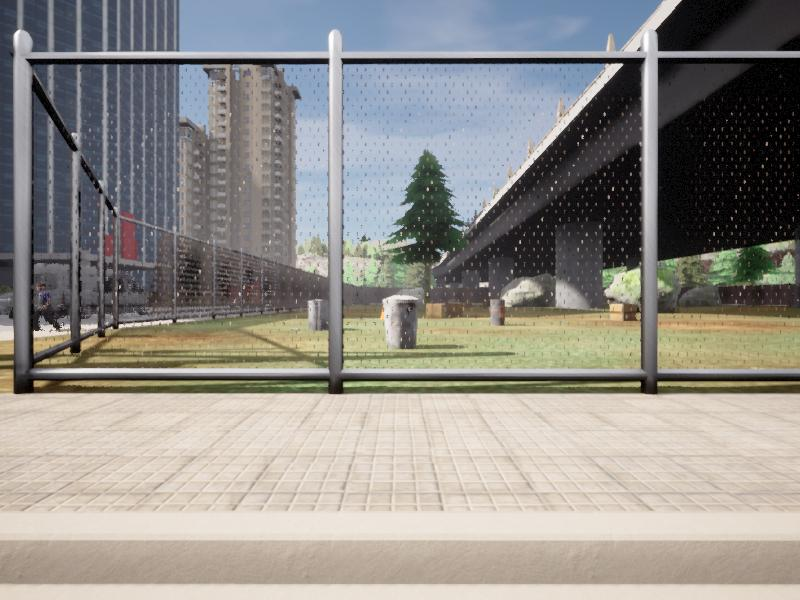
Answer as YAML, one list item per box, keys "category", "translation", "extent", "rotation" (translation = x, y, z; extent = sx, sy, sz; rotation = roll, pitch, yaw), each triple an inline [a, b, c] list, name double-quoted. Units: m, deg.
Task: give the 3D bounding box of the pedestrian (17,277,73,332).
- category: "pedestrian"
  translation: [-8.734, 0.109, 9.868]
  extent: [0.751, 1.300, 0.751]
  rotation: [0, 0, 14]

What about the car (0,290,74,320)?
- category: "car"
  translation: [-19.462, 0.251, 20.597]
  extent: [1.994, 1.385, 4.181]
  rotation: [0, 0, -1]

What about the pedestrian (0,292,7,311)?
- category: "pedestrian"
  translation: [-28.170, 0.108, 27.937]
  extent: [0.751, 1.300, 0.751]
  rotation: [0, 0, -11]

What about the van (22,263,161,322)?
- category: "van"
  translation: [-15.399, -0.334, 20.582]
  extent: [1.988, 2.561, 5.915]
  rotation: [0, 0, 9]
